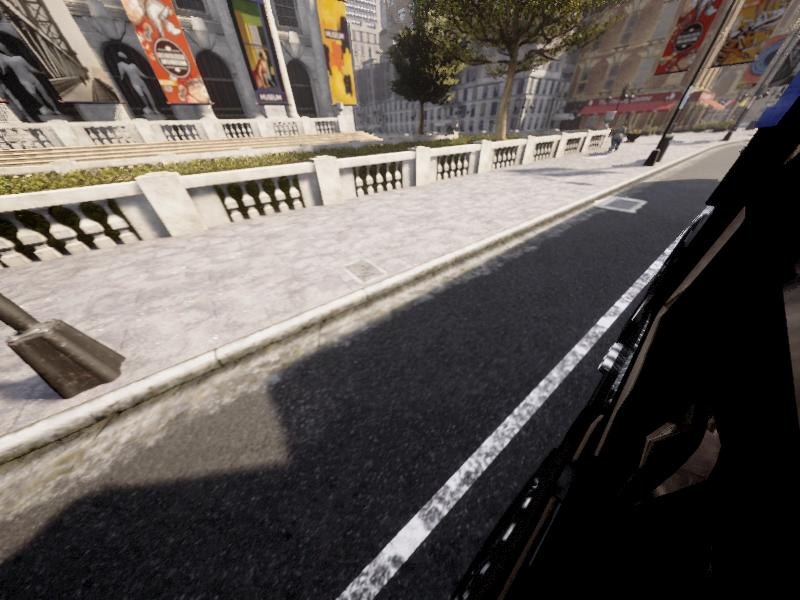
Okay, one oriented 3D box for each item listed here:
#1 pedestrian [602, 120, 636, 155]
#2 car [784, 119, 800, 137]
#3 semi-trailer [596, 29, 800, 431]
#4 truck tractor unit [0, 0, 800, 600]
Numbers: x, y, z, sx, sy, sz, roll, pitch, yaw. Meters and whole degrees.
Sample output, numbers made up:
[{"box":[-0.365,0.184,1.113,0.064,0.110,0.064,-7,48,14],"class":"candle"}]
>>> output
[{"box":[14.696,-10.917,15.540,0.751,1.860,0.751,-19,40,-21],"class":"pedestrian"},{"box":[40.929,-16.802,22.428,4.674,1.452,2.002,-12,38,-12],"class":"car"},{"box":[8.792,-3.529,4.149,14.254,4.402,2.717,-27,43,-29],"class":"semi-trailer"},{"box":[2.645,-0.295,0.351,6.516,4.208,3.053,-28,44,-30],"class":"truck tractor unit"}]
